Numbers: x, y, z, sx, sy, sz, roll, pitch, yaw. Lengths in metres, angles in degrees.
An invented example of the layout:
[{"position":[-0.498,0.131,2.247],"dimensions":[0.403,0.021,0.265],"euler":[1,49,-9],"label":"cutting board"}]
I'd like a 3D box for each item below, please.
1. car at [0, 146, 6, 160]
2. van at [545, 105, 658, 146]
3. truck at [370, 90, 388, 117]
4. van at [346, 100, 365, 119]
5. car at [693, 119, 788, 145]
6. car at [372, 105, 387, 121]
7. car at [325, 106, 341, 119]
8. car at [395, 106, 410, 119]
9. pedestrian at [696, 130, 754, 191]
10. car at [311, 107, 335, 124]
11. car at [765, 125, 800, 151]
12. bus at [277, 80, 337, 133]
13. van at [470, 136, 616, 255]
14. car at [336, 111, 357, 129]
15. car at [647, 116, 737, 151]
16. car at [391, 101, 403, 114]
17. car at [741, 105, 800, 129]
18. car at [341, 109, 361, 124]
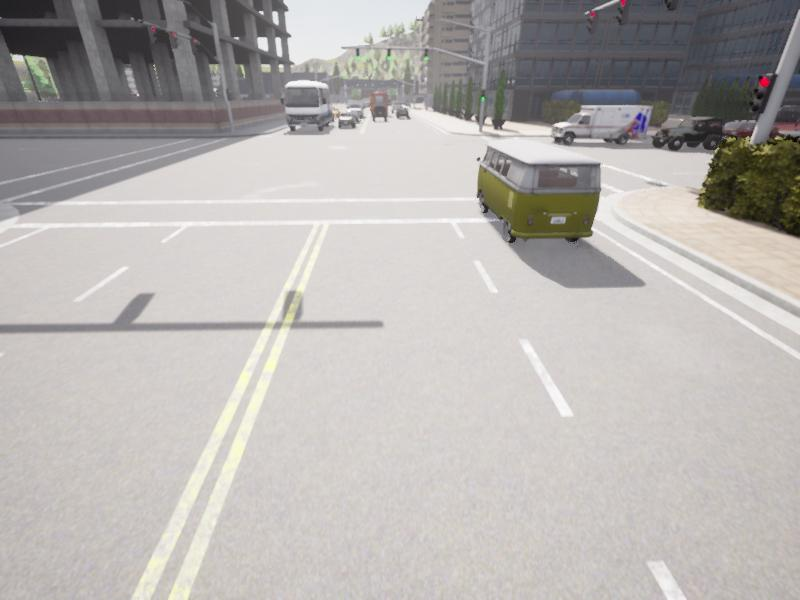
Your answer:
[{"position":[-22.925,-7.728,20.082],"dimensions":[3.806,1.475,1.970],"euler":[-1,27,-2],"label":"car"},{"position":[13.988,-12.289,28.104],"dimensions":[6.366,2.431,2.351],"euler":[-1,27,-3],"label":"van"},{"position":[-3.514,-33.309,67.623],"dimensions":[2.891,3.827,8.468],"euler":[-1,27,-3],"label":"truck"},{"position":[-6.586,-28.630,59.994],"dimensions":[2.351,2.431,6.366],"euler":[-1,27,-3],"label":"van"},{"position":[24.418,-12.143,28.837],"dimensions":[5.008,1.535,1.882],"euler":[-1,27,-3],"label":"car"},{"position":[-2.745,-25.311,54.098],"dimensions":[1.905,1.878,3.866],"euler":[-1,27,-3],"label":"car"},{"position":[-10.105,-28.407,60.471],"dimensions":[1.801,1.575,5.366],"euler":[-1,27,-3],"label":"car"},{"position":[0.390,-28.540,60.833],"dimensions":[2.007,1.525,4.514],"euler":[-1,27,-3],"label":"car"},{"position":[10.881,-4.689,13.459],"dimensions":[0.751,1.860,0.751],"euler":[4,27,8],"label":"pedestrian"},{"position":[-9.503,-22.903,49.608],"dimensions":[2.242,1.667,4.611],"euler":[-1,27,-3],"label":"car"},{"position":[26.742,-10.527,25.869],"dimensions":[4.181,1.385,1.994],"euler":[-1,27,-3],"label":"car"},{"position":[-8.892,-19.549,40.214],"dimensions":[3.944,4.253,10.273],"euler":[-1,27,-3],"label":"bus"},{"position":[3.193,-2.884,10.145],"dimensions":[1.775,1.987,4.442],"euler":[-1,27,-3],"label":"van"},{"position":[-5.587,-19.045,42.205],"dimensions":[1.789,1.549,3.705],"euler":[-1,27,-3],"label":"car"},{"position":[18.338,-10.562,25.332],"dimensions":[3.866,1.878,1.905],"euler":[-1,27,-3],"label":"car"},{"position":[-0.569,-37.604,77.997],"dimensions":[2.150,2.045,5.566],"euler":[-1,27,-3],"label":"car"},{"position":[39.650,-18.863,41.117],"dimensions":[6.274,2.098,2.390],"euler":[13,30,24],"label":"car"},{"position":[-5.992,-22.778,49.555],"dimensions":[2.128,1.511,4.902],"euler":[-1,27,-2],"label":"car"}]
